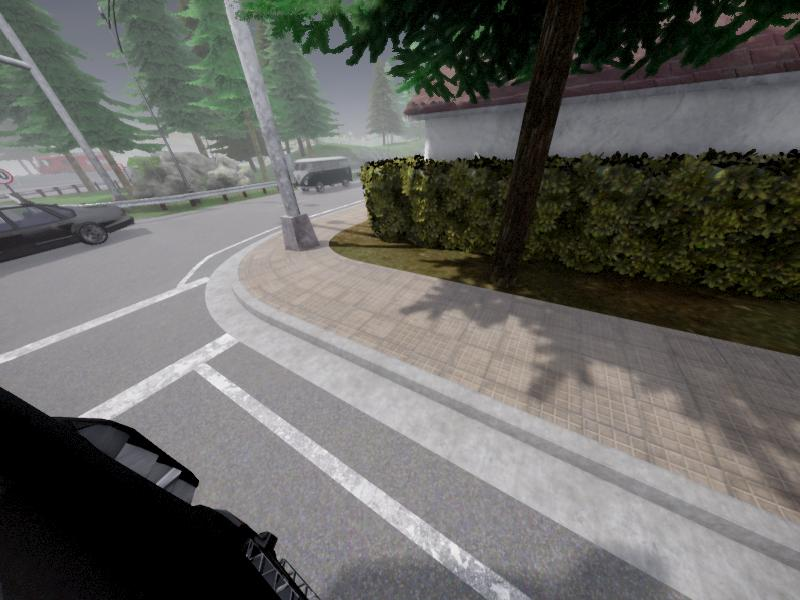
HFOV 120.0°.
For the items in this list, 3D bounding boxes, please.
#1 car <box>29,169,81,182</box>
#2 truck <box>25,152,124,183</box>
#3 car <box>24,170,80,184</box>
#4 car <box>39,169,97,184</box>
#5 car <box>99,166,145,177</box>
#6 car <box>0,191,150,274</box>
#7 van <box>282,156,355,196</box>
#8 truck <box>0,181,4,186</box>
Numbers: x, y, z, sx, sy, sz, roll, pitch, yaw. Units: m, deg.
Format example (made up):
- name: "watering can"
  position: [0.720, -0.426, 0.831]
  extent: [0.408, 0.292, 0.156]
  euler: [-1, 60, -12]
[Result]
- name: "car"
  position: [-60.579, -21.940, 40.682]
  extent: [1.837, 1.490, 4.892]
  euler: [16, 38, 26]
- name: "truck"
  position: [-53.504, -22.256, 38.502]
  extent: [2.891, 3.827, 8.468]
  euler: [16, 38, 26]
- name: "car"
  position: [-57.942, -20.666, 38.614]
  extent: [2.128, 1.511, 4.902]
  euler: [16, 38, 26]
- name: "car"
  position: [-51.564, -19.289, 35.996]
  extent: [1.837, 1.490, 4.892]
  euler: [16, 38, 26]
- name: "car"
  position: [-53.628, -24.932, 44.736]
  extent: [2.033, 1.411, 5.357]
  euler: [16, 38, 26]
- name: "car"
  position: [-11.010, -1.763, 6.332]
  extent: [2.033, 1.411, 5.357]
  euler: [5, 35, 12]
- name: "van"
  position: [-5.410, -8.784, 16.149]
  extent: [1.775, 1.987, 4.442]
  euler: [16, 38, 26]
- name: "truck"
  position: [-64.855, -18.122, 34.386]
  extent: [2.627, 2.467, 5.204]
  euler: [16, 38, 26]
